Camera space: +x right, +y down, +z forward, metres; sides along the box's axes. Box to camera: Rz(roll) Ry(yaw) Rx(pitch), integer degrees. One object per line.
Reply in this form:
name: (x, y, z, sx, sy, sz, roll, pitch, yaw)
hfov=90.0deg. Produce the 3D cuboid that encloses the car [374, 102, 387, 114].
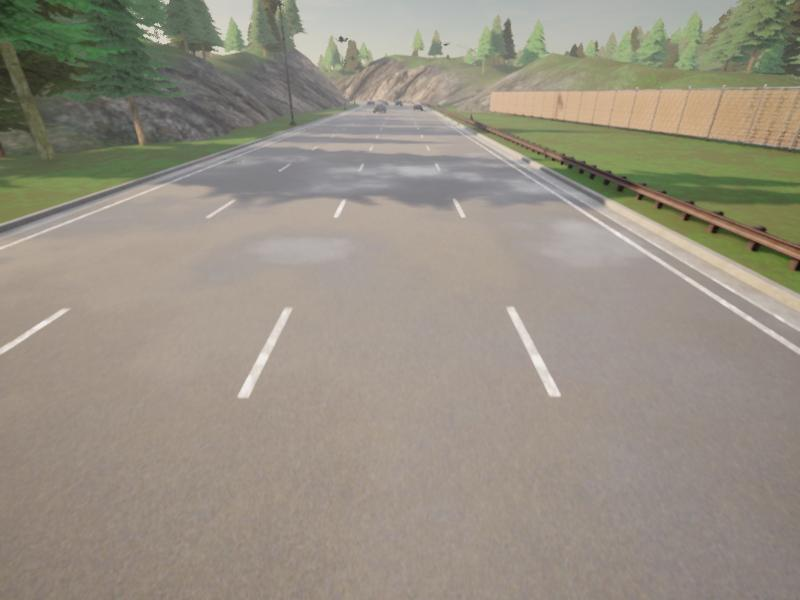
car: (-3.508, -34.460, 71.758, 2.152, 1.651, 5.027, 0, 27, 0)

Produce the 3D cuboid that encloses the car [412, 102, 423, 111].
car: (3.447, -38.045, 78.557, 1.812, 1.442, 4.674, 0, 27, 0)
